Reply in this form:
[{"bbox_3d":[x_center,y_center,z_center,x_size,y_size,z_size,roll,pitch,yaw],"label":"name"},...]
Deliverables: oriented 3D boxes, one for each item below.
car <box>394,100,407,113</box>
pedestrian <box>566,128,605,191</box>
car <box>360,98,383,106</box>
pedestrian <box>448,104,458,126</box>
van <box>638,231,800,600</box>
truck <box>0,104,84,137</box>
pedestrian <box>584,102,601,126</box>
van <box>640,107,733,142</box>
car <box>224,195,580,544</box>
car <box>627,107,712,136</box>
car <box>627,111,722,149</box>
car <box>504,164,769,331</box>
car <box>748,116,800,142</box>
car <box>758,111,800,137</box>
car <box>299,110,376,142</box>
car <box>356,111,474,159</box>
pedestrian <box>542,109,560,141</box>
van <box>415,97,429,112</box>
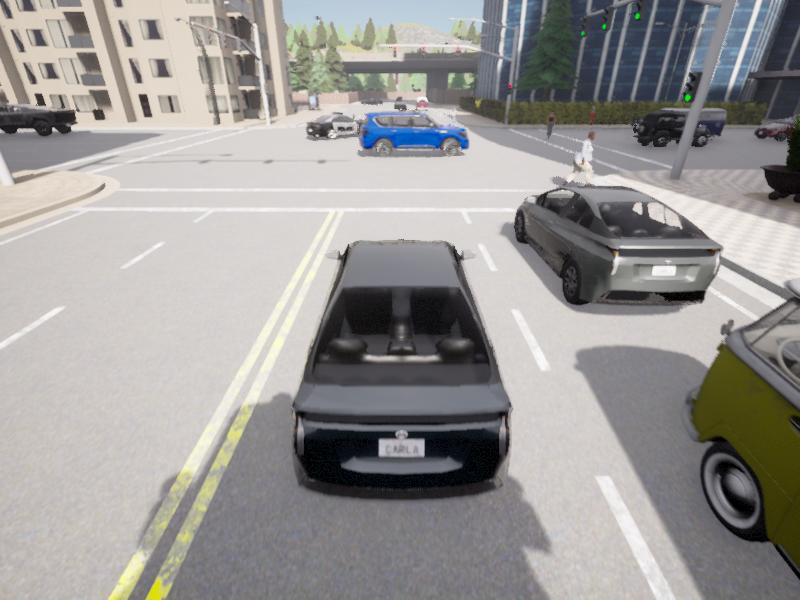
[{"bbox_3d":[0.119,-29.396,60.793,1.930,1.638,5.238,0,28,0],"label":"car"},{"bbox_3d":[6.102,-4.653,13.261,0.751,1.860,0.751,8,29,16],"label":"pedestrian"},{"bbox_3d":[-6.096,-42.853,86.512,4.892,1.490,1.837,0,28,0],"label":"car"},{"bbox_3d":[4.898,-17.158,37.145,0.751,1.860,0.751,1,28,1],"label":"pedestrian"},{"bbox_3d":[3.189,1.380,1.651,1.775,1.987,4.442,2,28,3],"label":"van"},{"bbox_3d":[-27.511,-13.179,29.294,6.274,2.098,2.390,0,28,-1],"label":"truck"},{"bbox_3d":[17.434,-16.853,36.246,0.751,1.860,0.751,0,28,0],"label":"pedestrian"},{"bbox_3d":[18.982,-11.736,26.721,4.442,1.987,1.775,0,28,-1],"label":"van"},{"bbox_3d":[0.010,0.088,4.611,2.007,1.525,4.514,0,28,0],"label":"car"},{"bbox_3d":[19.967,-13.316,29.856,4.605,1.855,1.932,0,28,-1],"label":"car"},{"bbox_3d":[16.064,-10.058,23.614,3.866,1.878,1.905,0,28,-1],"label":"car"},{"bbox_3d":[3.510,-1.291,7.249,2.007,1.525,4.514,0,28,0],"label":"car"},{"bbox_3d":[26.467,-11.541,26.909,4.193,1.474,1.816,0,28,-1],"label":"car"},{"bbox_3d":[30.530,-13.246,30.013,5.027,1.651,2.152,0,28,-1],"label":"car"},{"bbox_3d":[-4.279,-12.400,28.330,1.930,1.638,5.238,23,36,36],"label":"car"},{"bbox_3d":[0.704,-8.438,20.337,5.566,2.045,2.150,0,28,0],"label":"car"},{"bbox_3d":[9.886,-11.477,26.297,0.751,1.860,0.751,7,28,12],"label":"pedestrian"},{"bbox_3d":[3.496,-31.569,64.522,2.069,2.038,4.480,0,28,0],"label":"van"}]
